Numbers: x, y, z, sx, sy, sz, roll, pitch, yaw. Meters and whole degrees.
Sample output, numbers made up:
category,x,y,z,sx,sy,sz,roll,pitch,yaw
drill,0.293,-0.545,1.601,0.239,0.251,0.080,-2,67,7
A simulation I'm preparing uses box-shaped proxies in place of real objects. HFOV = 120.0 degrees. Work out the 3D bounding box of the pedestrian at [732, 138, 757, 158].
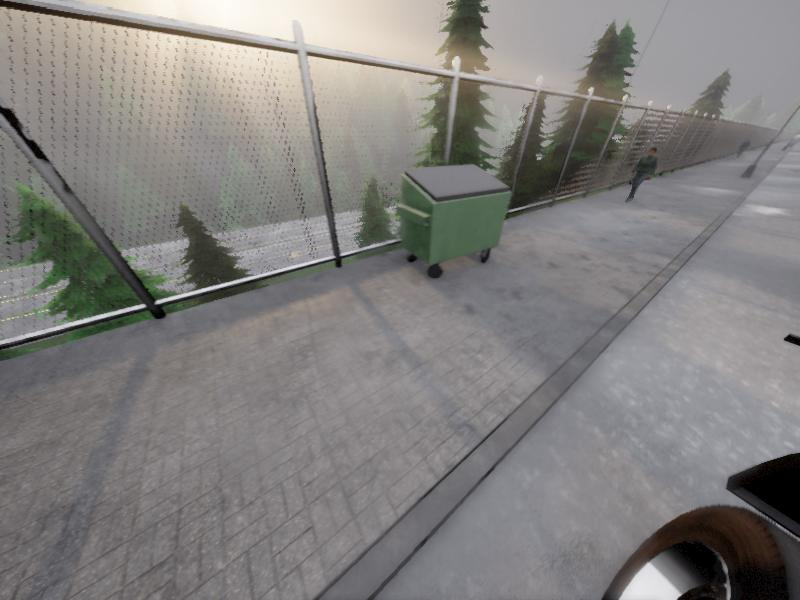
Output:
category,x,y,z,sx,sy,sz,roll,pitch,yaw
pedestrian,38.415,-16.958,25.805,0.751,1.860,0.751,-25,42,-31

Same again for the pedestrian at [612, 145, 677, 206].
category,x,y,z,sx,sy,sz,roll,pitch,yaw
pedestrian,8.841,-4.544,8.442,0.751,1.860,0.751,-20,40,-25
